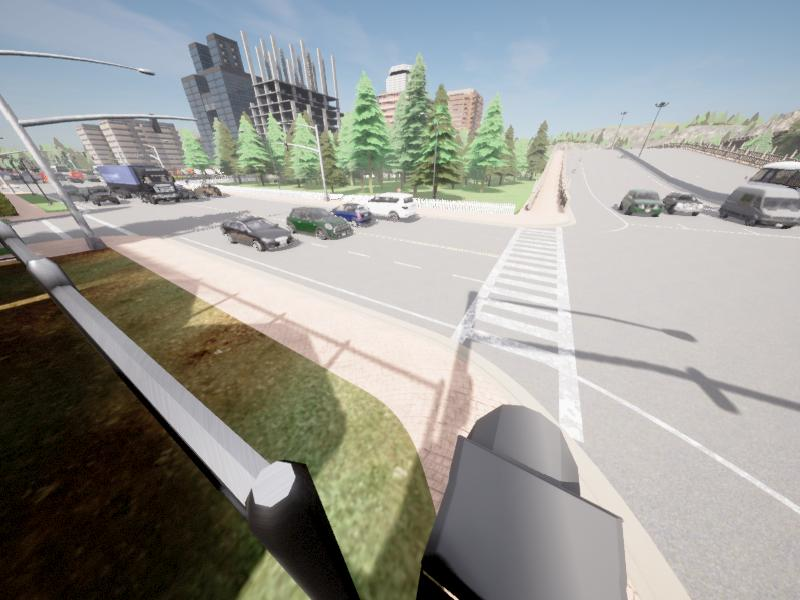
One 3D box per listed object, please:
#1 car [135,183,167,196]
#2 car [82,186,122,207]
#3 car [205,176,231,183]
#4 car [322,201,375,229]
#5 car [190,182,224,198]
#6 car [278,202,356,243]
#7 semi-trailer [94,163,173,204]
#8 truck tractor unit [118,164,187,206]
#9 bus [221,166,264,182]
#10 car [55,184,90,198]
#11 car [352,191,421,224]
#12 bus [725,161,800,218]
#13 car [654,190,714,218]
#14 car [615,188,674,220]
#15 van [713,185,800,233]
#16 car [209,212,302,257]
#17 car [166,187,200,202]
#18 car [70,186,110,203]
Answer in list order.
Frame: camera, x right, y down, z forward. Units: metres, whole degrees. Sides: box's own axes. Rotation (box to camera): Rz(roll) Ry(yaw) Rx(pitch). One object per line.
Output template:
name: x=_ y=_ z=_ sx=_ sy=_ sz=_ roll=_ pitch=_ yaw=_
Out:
car: x=-40.305 y=-17.877 z=37.387 sx=5.366 sy=1.575 sz=1.801 roll=17 pitch=34 yaw=27
car: x=-35.576 y=-12.405 z=27.601 sx=3.866 sy=1.878 sz=1.905 roll=19 pitch=35 yaw=29
car: x=-52.810 y=-35.126 z=67.204 sx=1.930 sy=1.638 sz=5.238 roll=16 pitch=34 yaw=26
car: x=-4.019 y=-6.734 z=18.112 sx=3.705 sy=1.549 sz=1.789 roll=17 pitch=34 yaw=27
car: x=-29.129 y=-16.628 z=34.931 sx=4.605 sy=1.855 sz=1.932 roll=17 pitch=34 yaw=27
car: x=-5.455 y=-5.223 z=15.260 sx=4.553 sy=1.767 sz=2.097 roll=17 pitch=34 yaw=27
semi-trailer: x=-37.149 y=-16.400 z=31.996 sx=14.254 sy=4.402 sz=2.717 roll=17 pitch=34 yaw=27
truck tractor unit: x=-30.412 y=-14.248 z=28.452 sx=6.516 sy=4.208 sz=3.053 roll=17 pitch=34 yaw=28
bus: x=-51.110 y=-41.334 z=75.349 sx=3.944 sy=4.253 sz=10.273 roll=16 pitch=34 yaw=26
car: x=-51.059 y=-17.049 z=36.001 sx=4.974 sy=1.542 sz=2.038 roll=17 pitch=34 yaw=27
car: x=-1.236 y=-8.145 z=20.067 sx=5.566 sy=2.045 sz=2.150 roll=17 pitch=34 yaw=27
bus: x=40.291 y=-11.506 z=23.477 sx=3.944 sy=4.253 sz=10.273 roll=16 pitch=36 yaw=26
car: x=27.175 y=-9.384 z=22.364 sx=1.932 sy=1.855 sz=4.605 roll=16 pitch=34 yaw=25
car: x=22.942 y=-9.276 z=22.021 sx=2.150 sy=2.045 sz=5.566 roll=16 pitch=34 yaw=25
van: x=28.615 y=-7.411 z=18.283 sx=1.988 sy=2.561 sz=5.915 roll=16 pitch=35 yaw=25
car: x=-8.301 y=-3.915 z=13.277 sx=4.902 sy=1.511 sz=2.128 roll=17 pitch=34 yaw=27
car: x=-29.890 y=-14.634 z=31.878 sx=4.193 sy=1.474 sz=1.816 roll=17 pitch=34 yaw=27
car: x=-41.463 y=-14.151 z=30.875 sx=5.238 sy=1.638 sz=1.930 roll=17 pitch=34 yaw=27
